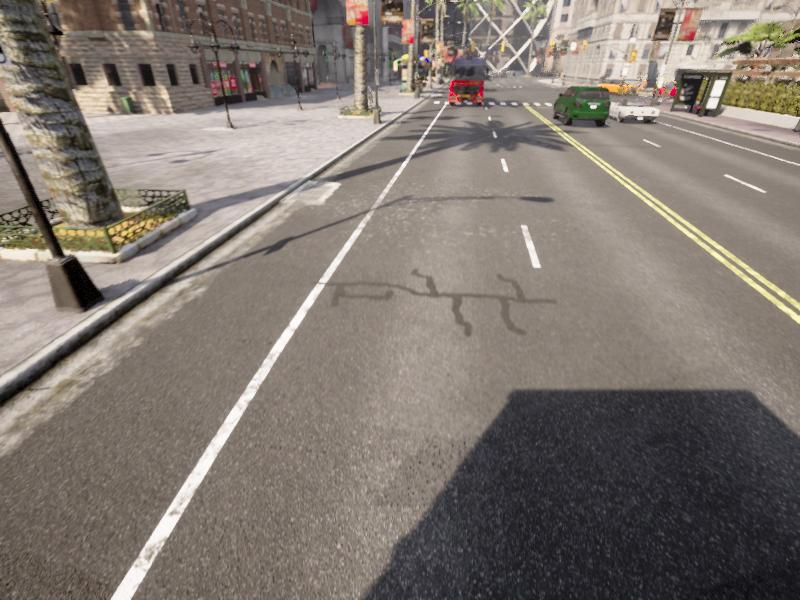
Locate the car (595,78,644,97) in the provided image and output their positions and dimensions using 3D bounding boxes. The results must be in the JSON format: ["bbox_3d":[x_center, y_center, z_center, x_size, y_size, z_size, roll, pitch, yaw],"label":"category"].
[{"bbox_3d":[25.985,-25.298,47.575,4.553,1.767,2.097,9,32,15],"label":"car"}]

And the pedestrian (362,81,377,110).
[{"bbox_3d":[-2.255,-15.212,29.696,0.751,1.860,0.751,13,33,20],"label":"pedestrian"}]

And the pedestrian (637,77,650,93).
[{"bbox_3d":[31.792,-28.078,52.257,0.751,1.860,0.751,4,31,6],"label":"pedestrian"}]

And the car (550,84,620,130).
[{"bbox_3d":[10.937,-11.813,24.197,2.150,2.045,5.566,4,31,6],"label":"car"}]

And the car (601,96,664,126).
[{"bbox_3d":[14.708,-12.197,25.630,1.895,1.301,4.718,5,31,8],"label":"car"}]

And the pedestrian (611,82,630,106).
[{"bbox_3d":[19.348,-18.107,35.142,0.751,1.860,0.751,2,30,4],"label":"pedestrian"}]

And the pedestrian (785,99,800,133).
[{"bbox_3d":[20.283,-9.326,19.886,0.751,1.860,0.751,5,31,8],"label":"pedestrian"}]

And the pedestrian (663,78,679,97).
[{"bbox_3d":[31.484,-24.651,46.415,0.751,1.860,0.751,-2,30,-4],"label":"pedestrian"}]

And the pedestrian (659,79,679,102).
[{"bbox_3d":[24.998,-19.457,37.198,0.751,1.860,0.751,-19,36,-30],"label":"pedestrian"}]

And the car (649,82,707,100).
[{"bbox_3d":[30.279,-22.853,43.724,4.514,1.525,2.007,5,31,7],"label":"car"}]

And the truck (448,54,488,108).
[{"bbox_3d":[6.116,-19.870,36.120,2.891,3.827,8.468,5,31,8],"label":"truck"}]

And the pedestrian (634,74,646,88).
[{"bbox_3d":[36.680,-33.451,61.162,0.751,1.860,0.751,-2,30,-3],"label":"pedestrian"}]
